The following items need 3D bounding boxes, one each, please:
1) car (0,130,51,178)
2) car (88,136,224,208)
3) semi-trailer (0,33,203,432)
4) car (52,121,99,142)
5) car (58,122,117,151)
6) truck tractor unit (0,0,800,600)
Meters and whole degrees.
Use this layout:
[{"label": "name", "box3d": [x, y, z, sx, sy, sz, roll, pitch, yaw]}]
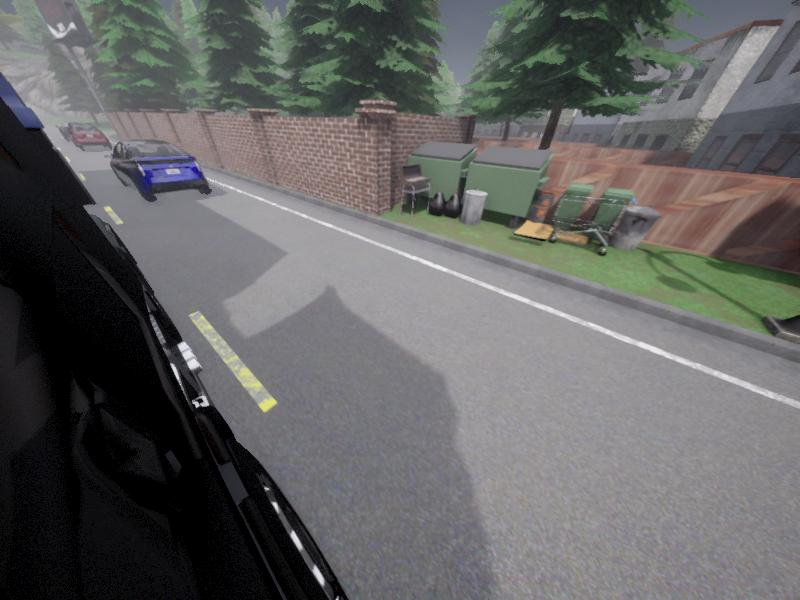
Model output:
[{"label": "car", "box3d": [-17.112, -6.278, 9.810, 4.181, 1.385, 1.994, 27, 43, 29]}, {"label": "car", "box3d": [-8.531, -4.666, 8.069, 4.514, 1.525, 2.007, 27, 43, 29]}, {"label": "semi-trailer", "box3d": [-8.775, -3.553, 4.150, 14.254, 4.402, 2.717, 27, 43, 29]}, {"label": "car", "box3d": [-30.401, -15.784, 21.612, 4.674, 1.442, 1.812, 27, 43, 29]}, {"label": "car", "box3d": [-23.008, -12.063, 17.009, 3.705, 1.549, 1.789, 27, 43, 29]}, {"label": "truck tractor unit", "box3d": [-2.645, -0.295, 0.351, 6.516, 4.208, 3.053, 28, 44, 30]}]
